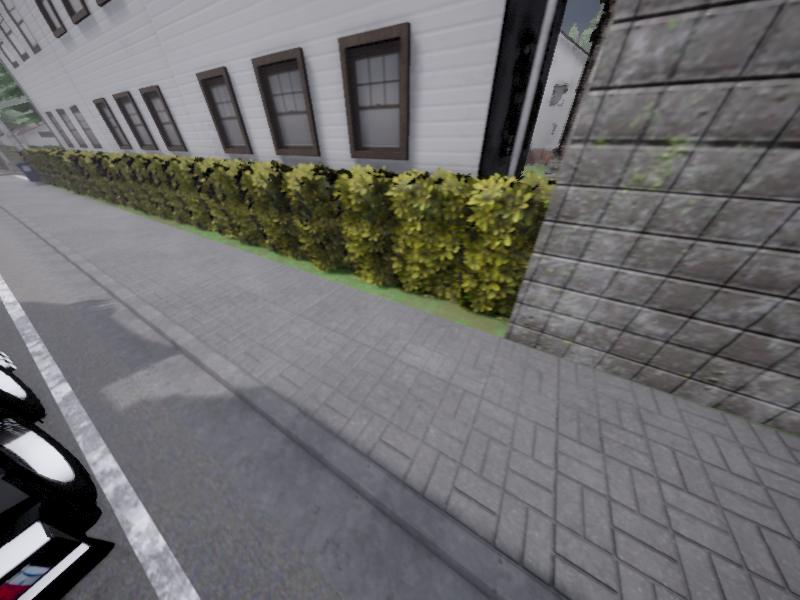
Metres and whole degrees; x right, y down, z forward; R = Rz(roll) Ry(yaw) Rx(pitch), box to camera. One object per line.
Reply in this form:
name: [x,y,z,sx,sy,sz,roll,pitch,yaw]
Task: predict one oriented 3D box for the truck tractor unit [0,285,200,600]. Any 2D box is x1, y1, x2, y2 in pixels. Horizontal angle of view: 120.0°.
truck tractor unit: [-5.144,-0.267,0.724,6.516,4.208,3.053,17,38,22]
